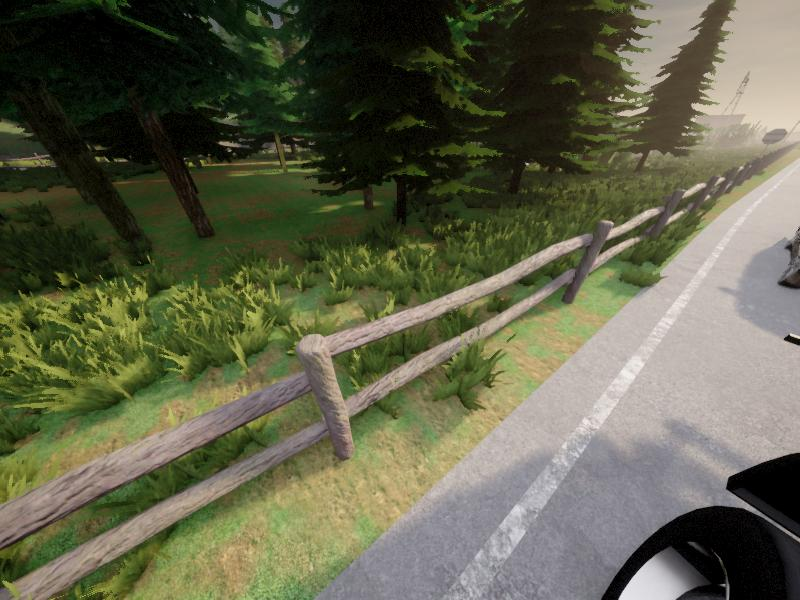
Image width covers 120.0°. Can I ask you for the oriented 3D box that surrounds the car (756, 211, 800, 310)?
[{"bbox_3d":[8.684,-0.979,3.929,4.902,1.511,2.128,-22,41,-28],"label":"car"}]
